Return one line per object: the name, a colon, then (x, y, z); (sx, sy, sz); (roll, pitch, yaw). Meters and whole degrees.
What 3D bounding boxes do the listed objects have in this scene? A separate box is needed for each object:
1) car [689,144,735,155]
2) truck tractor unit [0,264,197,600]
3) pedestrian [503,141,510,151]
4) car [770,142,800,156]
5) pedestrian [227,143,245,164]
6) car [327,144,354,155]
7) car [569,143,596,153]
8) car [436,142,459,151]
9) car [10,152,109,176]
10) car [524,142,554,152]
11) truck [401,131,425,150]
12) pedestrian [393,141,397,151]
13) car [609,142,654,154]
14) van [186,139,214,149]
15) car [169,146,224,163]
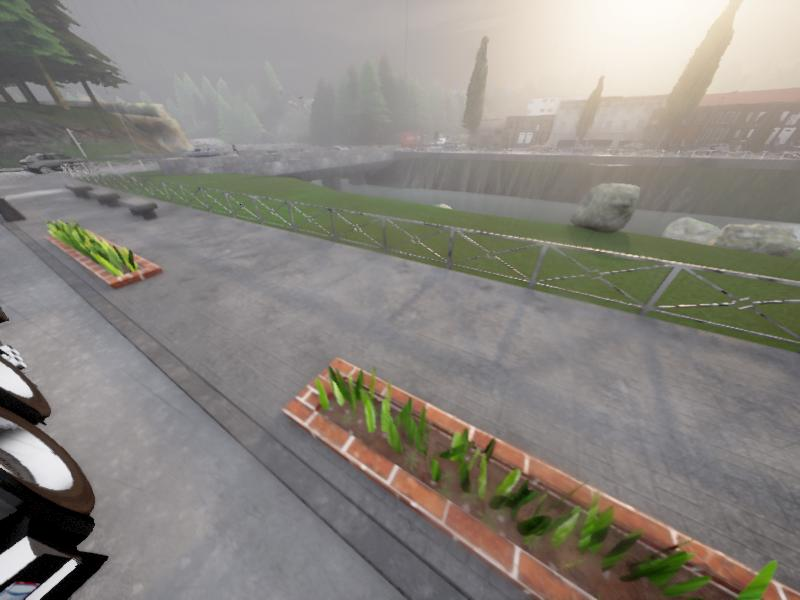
car: (50.328, -24.424, 37.387); (3.806, 1.475, 1.970); (18, 39, 24)
truck tractor unit: (-5.111, -0.301, 0.778); (6.516, 4.208, 3.053); (18, 39, 24)
pedestrian: (23.694, -34.323, 51.430); (0.751, 1.860, 0.751); (-2, 35, -2)
car: (58.749, -21.749, 33.337); (5.238, 1.638, 1.930); (18, 39, 24)
pedestrian: (-18.286, -16.349, 25.764); (0.751, 1.860, 0.751); (18, 39, 24)
car: (-11.354, -29.153, 44.609); (2.038, 1.542, 4.974); (18, 39, 24)
car: (35.150, -29.368, 44.604); (3.806, 1.475, 1.970); (18, 39, 24)
car: (11.485, -37.138, 55.816); (4.856, 1.649, 2.033); (18, 39, 24)
car: (-28.605, -11.637, 19.641); (1.816, 1.474, 4.193); (12, 37, 18)
car: (28.657, -31.542, 47.650); (5.027, 1.651, 2.152); (18, 39, 24)
truck: (3.111, -41.636, 60.409); (2.891, 3.827, 8.468); (-13, 37, -18)
pedestrian: (-1.059, -34.141, 51.180); (0.751, 1.860, 0.751); (8, 36, 12)
car: (41.453, -27.384, 41.563); (5.238, 1.638, 1.930); (18, 39, 24)
van: (-62.615, -48.976, 72.552); (1.988, 2.561, 5.915); (18, 39, 24)
car: (-26.254, -18.973, 29.985); (2.242, 1.667, 4.611); (18, 39, 24)
